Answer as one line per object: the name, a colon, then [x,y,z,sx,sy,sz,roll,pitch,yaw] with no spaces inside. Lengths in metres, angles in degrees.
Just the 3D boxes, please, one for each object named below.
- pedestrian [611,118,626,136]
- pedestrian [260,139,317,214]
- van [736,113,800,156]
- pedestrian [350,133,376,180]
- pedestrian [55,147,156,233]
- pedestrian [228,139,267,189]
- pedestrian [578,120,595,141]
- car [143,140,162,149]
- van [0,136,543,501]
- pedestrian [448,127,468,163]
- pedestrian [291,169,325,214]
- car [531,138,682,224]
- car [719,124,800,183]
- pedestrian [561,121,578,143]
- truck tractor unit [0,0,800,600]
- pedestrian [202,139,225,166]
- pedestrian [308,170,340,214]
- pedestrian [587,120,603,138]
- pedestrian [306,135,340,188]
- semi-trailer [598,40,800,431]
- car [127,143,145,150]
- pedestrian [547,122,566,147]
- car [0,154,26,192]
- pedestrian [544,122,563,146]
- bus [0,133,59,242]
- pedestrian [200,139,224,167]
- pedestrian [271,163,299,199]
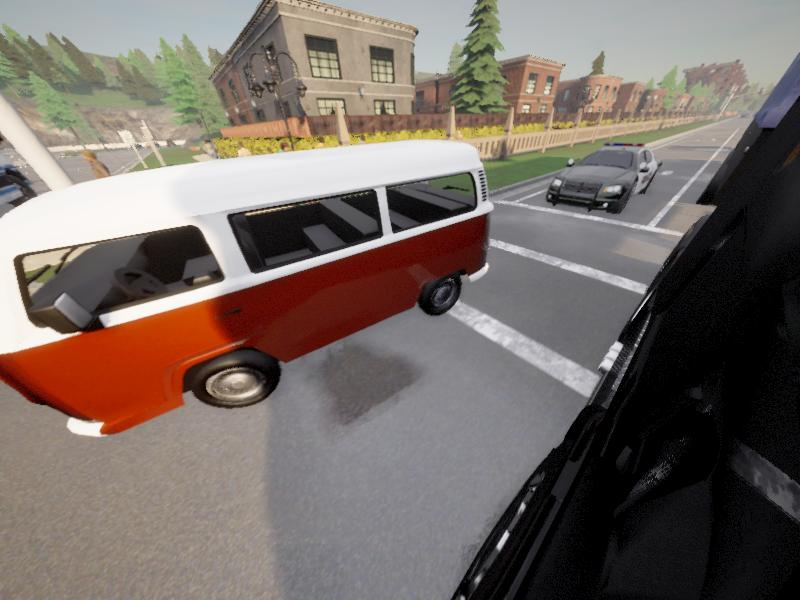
pedestrian: [29.763,-23.557,31.488,0.751,1.860,0.751,-28,44,-30]
pedestrian: [-3.276,-3.703,6.968,0.751,1.860,0.751,16,41,23]
van: [23.731,-10.615,14.724,4.442,1.987,1.775,-28,44,-30]
pedestrian: [-1.810,-7.070,11.384,0.751,1.860,0.751,-25,42,-26]
pedestrian: [-7.480,-2.848,6.034,0.751,1.860,0.751,-28,44,-30]
pedestrian: [-6.851,-6.133,10.445,0.751,1.860,0.751,-27,43,-29]
pedestrian: [20.671,-18.759,25.632,0.751,1.860,0.751,-29,44,-30]
car: [-73.094,-45.981,68.233,1.932,1.855,4.605,-16,39,-17]
van: [-0.952,-0.568,2.766,4.480,2.038,2.069,-22,42,-24]
pedestrian: [3.753,-10.003,14.964,0.751,1.860,0.751,-27,43,-29]
pedestrian: [-2.723,-3.217,6.875,0.500,1.100,0.500,-32,46,-33]
car: [6.646,-4.061,7.393,4.974,1.542,2.038,-28,44,-30]
car: [16.082,-6.388,9.848,5.027,1.651,2.152,-28,44,-30]
pedestrian: [18.511,-18.376,25.254,0.751,1.860,0.751,-28,43,-30]
truck tractor unit: [2.645,-0.295,0.351,6.516,4.208,3.053,-28,44,-30]
pedestrian: [-15.609,-12.397,19.382,0.751,1.860,0.751,-28,44,-30]
pedestrian: [-2.222,-3.206,6.872,0.500,1.100,0.500,5,37,10]
pedestrian: [24.860,-21.840,29.495,0.751,1.860,0.751,-28,44,-30]
pedestrian: [-3.314,-6.022,10.076,0.751,1.860,0.751,29,47,35]
semi-trailer: [8.695,-3.601,4.238,14.254,4.402,2.717,-28,44,-30]
car: [-75.763,-44.160,66.288,1.816,1.474,4.193,-16,39,-17]
pedestrian: [14.696,-15.595,21.768,0.751,1.860,0.751,-29,44,-30]
car: [-25.953,-7.748,14.072,1.905,1.878,3.866,-28,43,-29]
pedestrian: [14.851,-16.064,22.386,0.751,1.860,0.751,-25,42,-27]
bus: [-14.631,-3.591,5.822,3.944,4.253,10.273,-31,45,-32]
pedestrian: [-15.232,-11.905,18.699,0.751,1.860,0.751,-28,43,-30]
pedestrian: [-4.304,-4.451,8.669,0.500,1.100,0.500,-28,44,-30]
